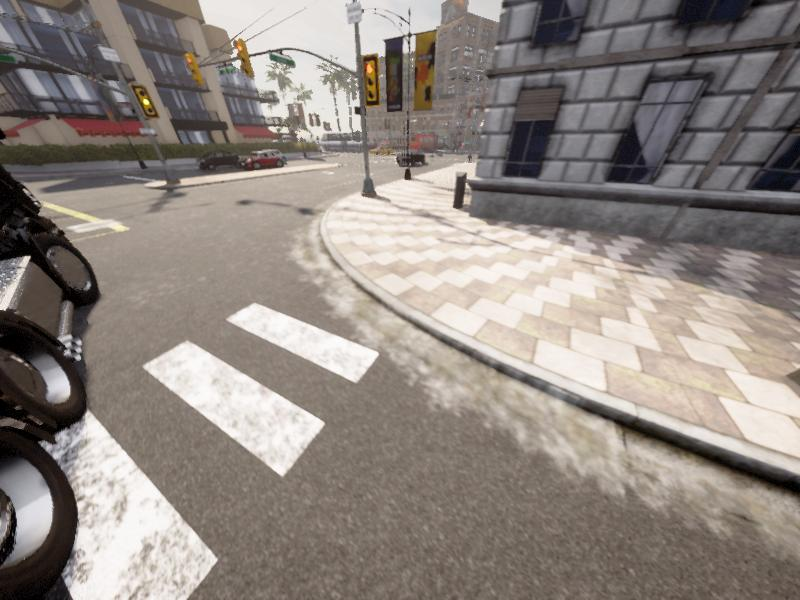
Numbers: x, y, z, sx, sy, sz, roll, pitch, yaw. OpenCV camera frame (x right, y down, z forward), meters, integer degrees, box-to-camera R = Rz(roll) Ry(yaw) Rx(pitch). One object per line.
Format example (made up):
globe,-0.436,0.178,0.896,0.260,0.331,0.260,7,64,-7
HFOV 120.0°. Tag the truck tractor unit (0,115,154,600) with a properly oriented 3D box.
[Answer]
truck tractor unit,-4.838,-0.509,1.085,6.516,4.208,3.053,29,44,34

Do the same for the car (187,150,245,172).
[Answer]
car,-17.618,-13.545,22.385,1.789,1.549,3.705,16,38,22

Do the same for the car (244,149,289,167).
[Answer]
car,-15.145,-16.268,26.383,1.970,1.475,3.806,16,38,22

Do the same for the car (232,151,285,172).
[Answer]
car,-13.621,-13.597,22.507,1.970,1.475,3.806,16,38,22
